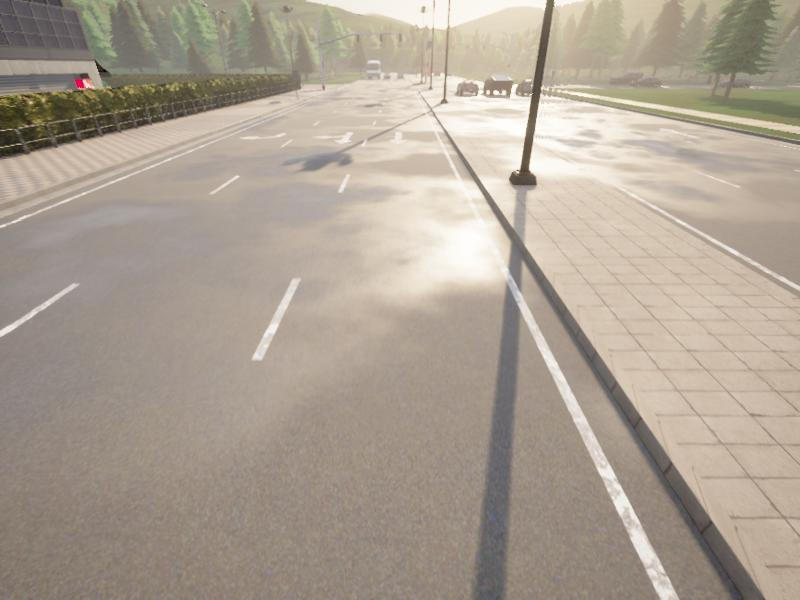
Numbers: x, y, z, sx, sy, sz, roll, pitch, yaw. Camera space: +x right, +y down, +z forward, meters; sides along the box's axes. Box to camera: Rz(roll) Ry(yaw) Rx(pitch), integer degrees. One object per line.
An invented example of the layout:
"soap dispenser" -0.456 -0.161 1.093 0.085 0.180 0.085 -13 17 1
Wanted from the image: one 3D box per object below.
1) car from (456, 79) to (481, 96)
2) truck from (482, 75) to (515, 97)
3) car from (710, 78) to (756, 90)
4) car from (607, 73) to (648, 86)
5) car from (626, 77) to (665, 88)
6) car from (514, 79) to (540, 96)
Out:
"car" 8.209 -25.773 48.470 2.152 1.651 5.027 0 30 0
"truck" 11.711 -25.777 48.008 2.390 2.098 6.274 0 30 0
"car" 51.207 -33.309 61.579 4.902 1.511 2.128 0 30 1
"car" 40.028 -38.938 70.602 5.566 2.045 2.150 0 30 1
"car" 39.655 -35.175 64.698 4.892 1.490 1.837 0 30 1
"car" 15.211 -25.527 48.072 1.851 1.617 3.988 0 30 0
